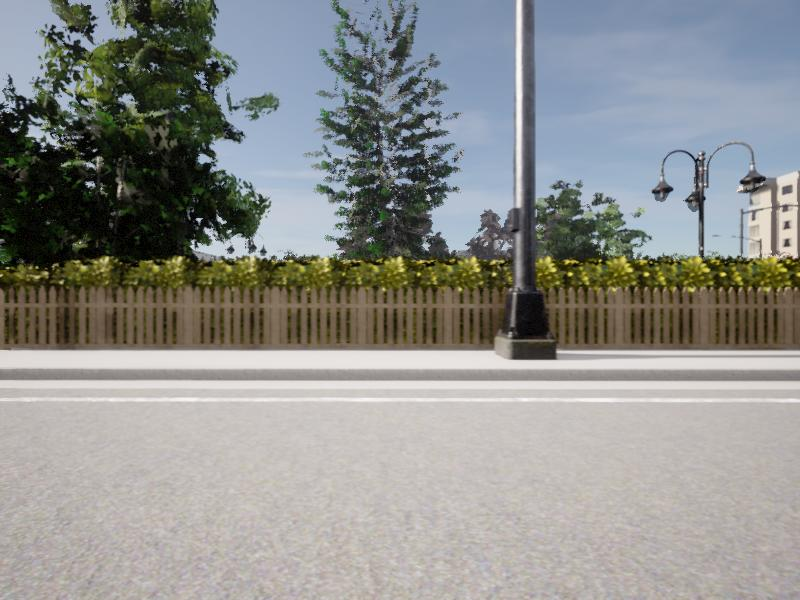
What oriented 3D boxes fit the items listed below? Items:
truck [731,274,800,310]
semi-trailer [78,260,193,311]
[{"bbox_3d":[43.690,-0.851,46.151,2.891,3.827,8.468,0,0,-12],"label":"truck"},{"bbox_3d":[-26.348,-1.258,41.358,2.717,4.402,14.254,0,0,-1],"label":"semi-trailer"}]
